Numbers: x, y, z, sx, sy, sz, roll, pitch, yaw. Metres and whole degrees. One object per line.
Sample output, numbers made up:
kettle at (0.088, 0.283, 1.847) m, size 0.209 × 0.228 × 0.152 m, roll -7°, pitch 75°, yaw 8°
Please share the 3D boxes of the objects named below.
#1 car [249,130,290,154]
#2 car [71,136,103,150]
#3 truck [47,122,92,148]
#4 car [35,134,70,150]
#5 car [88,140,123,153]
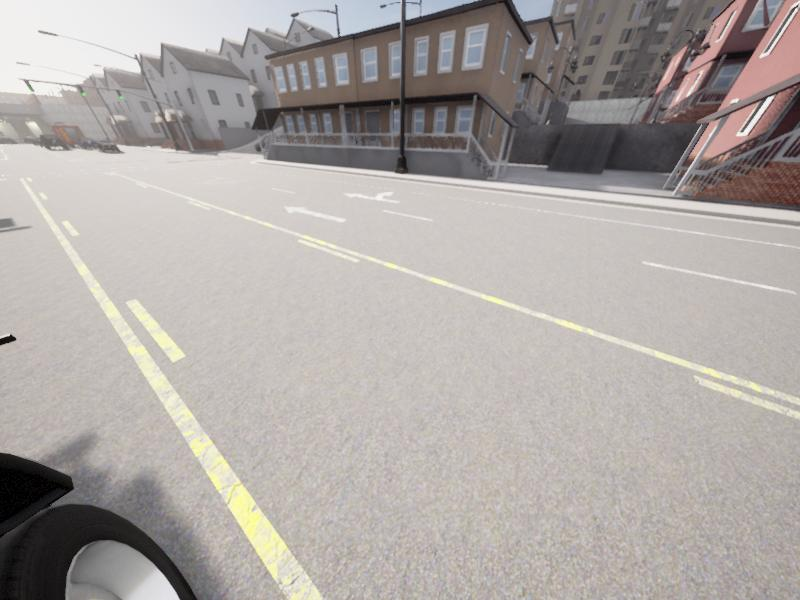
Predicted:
car at (-19.385, -23.646, 34.521) m, size 1.882 × 1.535 × 5.008 m, roll 21°, pitch 56°, yaw 27°
car at (-53.625, -26.928, 39.566) m, size 4.553 × 1.767 × 2.097 m, roll 22°, pitch 41°, yaw 28°
truck at (-64.607, -32.256, 45.174) m, size 8.468 × 3.827 × 2.891 m, roll 22°, pitch 41°, yaw 28°
car at (-57.388, -26.105, 38.136) m, size 5.566 × 2.045 × 2.150 m, roll 22°, pitch 41°, yaw 28°
car at (-42.805, -22.331, 33.580) m, size 5.357 × 1.411 × 2.033 m, roll 22°, pitch 41°, yaw 28°
